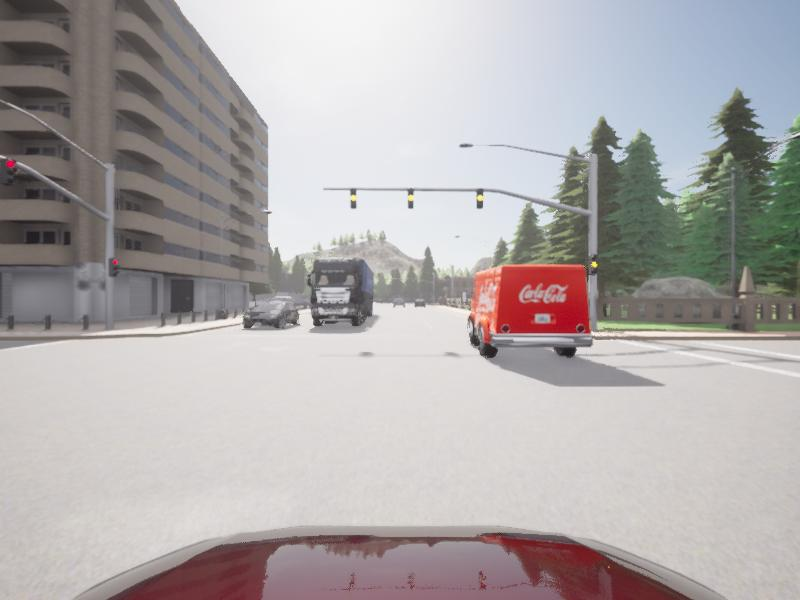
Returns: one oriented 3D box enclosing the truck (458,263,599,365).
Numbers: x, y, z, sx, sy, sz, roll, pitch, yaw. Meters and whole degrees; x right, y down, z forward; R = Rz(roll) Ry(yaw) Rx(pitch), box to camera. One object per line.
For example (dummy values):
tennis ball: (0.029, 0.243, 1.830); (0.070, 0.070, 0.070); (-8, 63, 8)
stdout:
truck: (3.470, 0.337, 12.254); (2.627, 2.467, 5.204); (0, 0, 0)

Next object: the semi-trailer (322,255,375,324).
semi-trailer: (-3.693, -0.701, 32.418); (2.717, 4.402, 14.254); (0, 0, -1)

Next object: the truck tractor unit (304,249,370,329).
truck tractor unit: (-3.577, -0.571, 24.506); (3.053, 4.208, 6.516); (0, 0, 0)

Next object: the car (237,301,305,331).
car: (-7.116, 0.811, 22.615); (2.163, 1.488, 4.792); (0, 0, 2)

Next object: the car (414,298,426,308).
car: (3.783, 0.515, 73.954); (1.930, 1.638, 5.238); (0, 0, 5)
